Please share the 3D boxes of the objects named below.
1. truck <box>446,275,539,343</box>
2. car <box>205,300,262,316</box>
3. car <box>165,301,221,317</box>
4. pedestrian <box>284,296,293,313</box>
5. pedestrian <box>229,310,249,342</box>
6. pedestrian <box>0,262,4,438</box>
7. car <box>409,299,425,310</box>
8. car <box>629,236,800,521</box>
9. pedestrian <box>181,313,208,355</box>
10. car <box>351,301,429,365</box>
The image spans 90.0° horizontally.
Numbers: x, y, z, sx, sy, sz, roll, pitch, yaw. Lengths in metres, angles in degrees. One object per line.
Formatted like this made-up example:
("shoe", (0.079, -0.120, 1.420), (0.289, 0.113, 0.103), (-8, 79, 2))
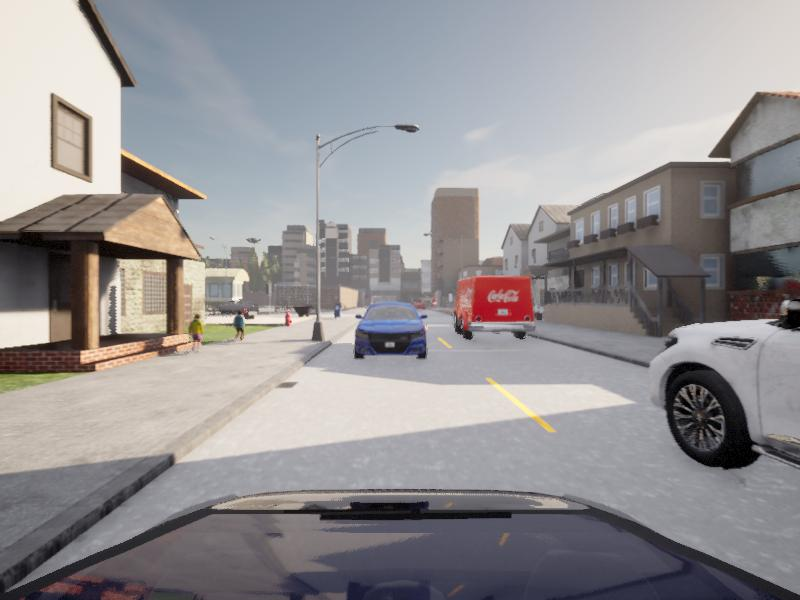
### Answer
("truck", (3.678, 0.333, 17.237), (2.627, 2.467, 5.204), (0, 0, -2))
("car", (-16.837, 0.781, 40.588), (4.902, 1.511, 2.128), (0, 0, 0))
("car", (-18.865, 0.805, 36.640), (4.193, 1.474, 1.816), (0, 0, -2))
("pedestrian", (-12.393, 0.474, 44.393), (0.751, 1.860, 0.751), (0, 0, 7))
("pedestrian", (-5.631, 0.893, 13.970), (0.500, 1.100, 0.500), (0, 0, -2))
("pedestrian", (-4.635, 0.527, 3.931), (0.751, 1.860, 0.751), (0, 0, 8))
("car", (2.702, 0.664, 63.967), (2.242, 1.667, 4.611), (0, -1, -2))
("car", (3.981, 0.567, 2.133), (2.150, 2.045, 5.566), (0, 0, -3))
("pedestrian", (-5.546, 0.898, 10.810), (0.500, 1.100, 0.500), (0, 0, -4))
("car", (-0.249, 0.805, 12.111), (1.882, 1.535, 5.008), (0, 0, 0))
